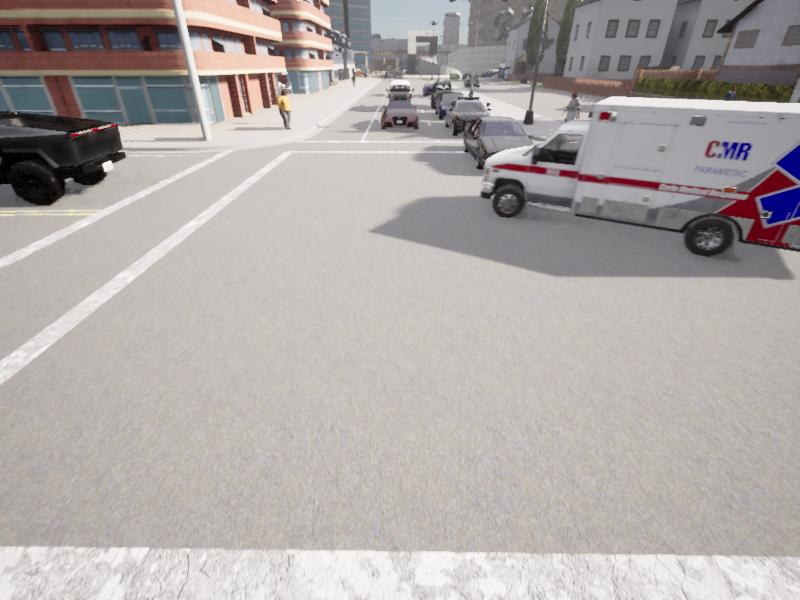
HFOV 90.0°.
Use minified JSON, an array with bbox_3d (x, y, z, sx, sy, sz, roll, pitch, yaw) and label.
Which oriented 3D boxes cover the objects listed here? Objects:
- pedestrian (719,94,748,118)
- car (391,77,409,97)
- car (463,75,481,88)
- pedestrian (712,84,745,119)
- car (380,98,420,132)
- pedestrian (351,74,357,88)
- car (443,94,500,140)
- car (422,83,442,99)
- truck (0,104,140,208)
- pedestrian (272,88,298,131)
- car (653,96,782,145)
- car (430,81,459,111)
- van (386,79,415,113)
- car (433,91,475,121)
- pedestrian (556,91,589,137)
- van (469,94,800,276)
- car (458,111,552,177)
[{"bbox_3d":[21.117,-12.290,25.329,0.751,1.300,0.751,0,30,0],"label":"pedestrian"},{"bbox_3d":[0.009,-24.102,45.251,1.932,1.855,4.605,0,30,0],"label":"car"},{"bbox_3d":[11.511,-35.131,64.323,2.033,1.649,4.856,0,30,0],"label":"car"},{"bbox_3d":[20.105,-12.139,24.518,0.751,1.860,0.751,-3,31,-6],"label":"pedestrian"},{"bbox_3d":[0.000,-10.475,22.503,1.994,1.385,4.181,0,30,0],"label":"car"},{"bbox_3d":[-6.663,-31.614,57.732,0.751,1.860,0.751,-1,30,-2],"label":"pedestrian"},{"bbox_3d":[3.539,-9.638,20.806,1.930,1.638,5.238,0,30,0],"label":"car"},{"bbox_3d":[3.508,-23.207,44.300,1.895,1.301,4.718,0,30,0],"label":"car"},{"bbox_3d":[-10.851,-3.726,10.256,6.274,2.098,2.390,-2,30,-4],"label":"truck"},{"bbox_3d":[-5.763,-9.560,20.102,0.751,1.860,0.751,26,39,37],"label":"pedestrian"},{"bbox_3d":[15.005,-8.804,19.408,2.152,1.651,5.027,0,30,0],"label":"car"},{"bbox_3d":[3.505,-16.522,32.299,1.905,1.878,3.866,0,31,0],"label":"car"},{"bbox_3d":[0.006,-15.813,30.936,2.069,2.038,4.480,0,31,0],"label":"van"},{"bbox_3d":[3.507,-13.119,26.904,2.163,1.488,4.792,0,30,0],"label":"car"},{"bbox_3d":[7.871,-8.537,18.365,0.751,1.860,0.751,-7,31,-11],"label":"pedestrian"},{"bbox_3d":[4.939,-2.673,8.144,6.366,2.431,2.351,17,34,27],"label":"van"},{"bbox_3d":[3.503,-5.859,14.602,2.033,1.411,5.357,0,30,0],"label":"car"}]
